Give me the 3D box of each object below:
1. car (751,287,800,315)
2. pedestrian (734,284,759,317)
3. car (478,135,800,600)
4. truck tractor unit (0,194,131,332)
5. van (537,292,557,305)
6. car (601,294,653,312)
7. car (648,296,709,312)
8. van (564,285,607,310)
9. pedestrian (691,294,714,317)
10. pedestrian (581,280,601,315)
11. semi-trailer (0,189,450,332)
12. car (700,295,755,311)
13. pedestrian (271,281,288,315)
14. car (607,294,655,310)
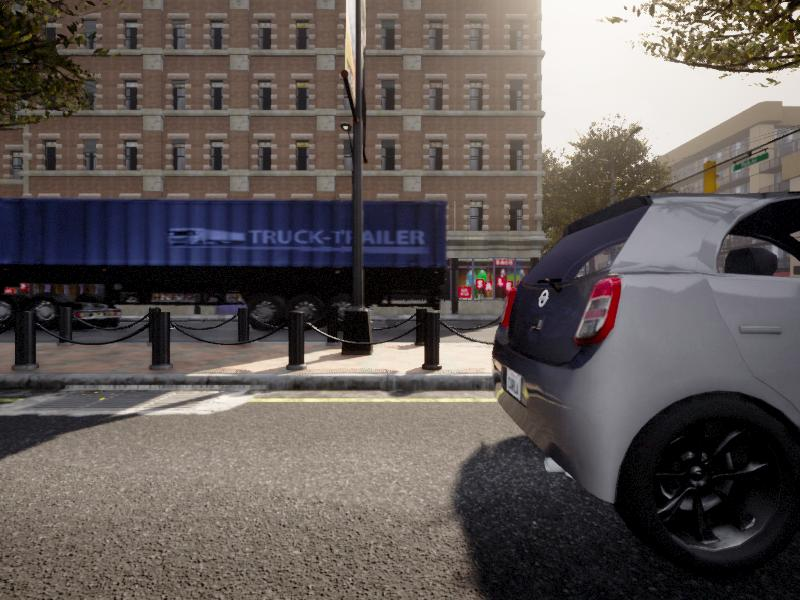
[{"bbox_3d":[27.231,0.047,27.638,1.932,1.855,4.605,0,0,-1],"label":"car"},{"bbox_3d":[19.590,0.035,22.626,0.751,1.860,0.751,0,0,6],"label":"pedestrian"},{"bbox_3d":[2.425,0.226,2.192,3.633,1.501,1.845,0,0,0],"label":"car"},{"bbox_3d":[-13.508,-1.122,13.699,6.516,4.208,3.053,0,0,0],"label":"truck tractor unit"},{"bbox_3d":[30.422,-0.286,83.072,1.988,2.561,5.915,0,0,0],"label":"van"},{"bbox_3d":[20.184,0.242,35.853,1.837,1.490,4.892,0,0,0],"label":"car"},{"bbox_3d":[23.693,0.341,34.300,1.895,1.301,4.718,0,0,0],"label":"car"},{"bbox_3d":[20.136,-0.280,43.771,1.988,2.561,5.915,0,0,0],"label":"van"},{"bbox_3d":[17.225,0.315,22.820,0.751,1.300,0.751,0,0,4],"label":"pedestrian"},{"bbox_3d":[10.300,-0.116,21.625,0.751,1.860,0.751,0,0,1],"label":"pedestrian"},{"bbox_3d":[-5.588,-1.221,13.702,14.254,4.402,2.717,0,0,0],"label":"semi-trailer"},{"bbox_3d":[30.673,0.249,37.628,1.970,1.475,3.806,0,0,0],"label":"car"},{"bbox_3d":[-6.621,-0.114,22.046,0.751,1.860,0.751,0,0,-2],"label":"pedestrian"},{"bbox_3d":[23.652,0.198,41.198,1.801,1.575,5.366,0,0,0],"label":"car"}]
